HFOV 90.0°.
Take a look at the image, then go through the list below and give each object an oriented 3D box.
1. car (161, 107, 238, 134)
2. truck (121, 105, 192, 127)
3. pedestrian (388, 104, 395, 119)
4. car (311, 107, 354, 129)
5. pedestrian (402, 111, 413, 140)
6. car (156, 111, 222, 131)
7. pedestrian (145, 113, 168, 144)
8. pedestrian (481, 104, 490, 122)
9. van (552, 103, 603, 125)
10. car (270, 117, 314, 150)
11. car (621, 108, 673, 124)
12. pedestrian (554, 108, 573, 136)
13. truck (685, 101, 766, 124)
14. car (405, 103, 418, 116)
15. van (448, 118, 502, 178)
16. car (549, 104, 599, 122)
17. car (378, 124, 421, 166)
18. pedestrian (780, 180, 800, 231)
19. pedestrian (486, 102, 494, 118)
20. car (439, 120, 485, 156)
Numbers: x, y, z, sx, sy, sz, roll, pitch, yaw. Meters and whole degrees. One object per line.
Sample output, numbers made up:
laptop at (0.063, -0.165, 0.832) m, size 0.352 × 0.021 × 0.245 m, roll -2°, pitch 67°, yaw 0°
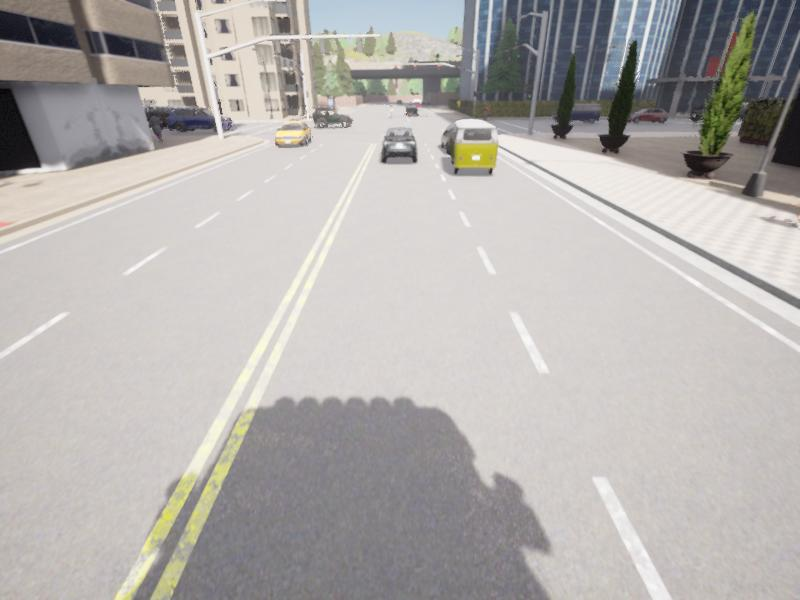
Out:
car at (-18.058, -16.314, 36.336) m, size 5.566 × 2.045 × 2.150 m, roll -1°, pitch 27°, yaw -1°
truck at (-27.568, -20.998, 45.527) m, size 6.274 × 2.098 × 2.390 m, roll -1°, pitch 27°, yaw 0°
pedestrian at (-1.142, -25.164, 53.384) m, size 0.751 × 1.860 × 0.751 m, roll 7°, pitch 28°, yaw 15°
car at (-6.622, -17.982, 39.550) m, size 3.866 × 1.878 × 1.905 m, roll -1°, pitch 27°, yaw 0°
pedestrian at (0.531, -12.768, 29.298) m, size 0.751 × 1.860 × 0.751 m, roll -2°, pitch 27°, yaw -3°
car at (-20.738, -17.702, 39.517) m, size 5.238 × 1.638 × 1.930 m, roll -1°, pitch 27°, yaw 0°
pedestrian at (-16.242, -11.464, 26.708) m, size 0.751 × 1.860 × 0.751 m, roll -21°, pitch 33°, yaw -34°
pedestrian at (10.089, -22.001, 47.058) m, size 0.751 × 1.860 × 0.751 m, roll 0°, pitch 27°, yaw 1°
van at (18.926, -19.929, 42.805) m, size 4.442 × 1.987 × 1.775 m, roll -1°, pitch 27°, yaw 0°
car at (-7.092, -11.254, 26.842) m, size 1.801 × 1.575 × 5.366 m, roll -2°, pitch 27°, yaw -3°
car at (26.412, -19.790, 42.969) m, size 4.193 × 1.474 × 1.816 m, roll -1°, pitch 27°, yaw 0°
pedestrian at (11.973, -13.018, 29.258) m, size 0.751 × 1.860 × 0.751 m, roll -2°, pitch 27°, yaw -3°
truck at (34.738, -20.169, 42.887) m, size 6.274 × 2.098 × 2.390 m, roll -1°, pitch 27°, yaw 0°
car at (1.773, -29.589, 62.216) m, size 1.930 × 1.638 × 5.238 m, roll 0°, pitch 27°, yaw 0°
van at (3.158, -6.859, 17.696) m, size 1.775 × 1.987 × 4.442 m, roll 1°, pitch 27°, yaw 4°
car at (19.908, -21.496, 45.948) m, size 4.605 × 1.855 × 1.932 m, roll -1°, pitch 27°, yaw 0°
car at (-0.023, -8.107, 20.674) m, size 2.007 × 1.525 × 4.514 m, roll 0°, pitch 27°, yaw 0°
pedestrian at (9.314, -2.164, 9.062) m, size 0.500 × 1.100 × 0.500 m, roll -1°, pitch 27°, yaw -1°
pedestrian at (11.747, -24.925, 52.374) m, size 0.751 × 1.860 × 0.751 m, roll 0°, pitch 27°, yaw 1°
car at (3.475, -9.495, 23.310) m, size 2.007 × 1.525 × 4.514 m, roll 0°, pitch 27°, yaw 0°
